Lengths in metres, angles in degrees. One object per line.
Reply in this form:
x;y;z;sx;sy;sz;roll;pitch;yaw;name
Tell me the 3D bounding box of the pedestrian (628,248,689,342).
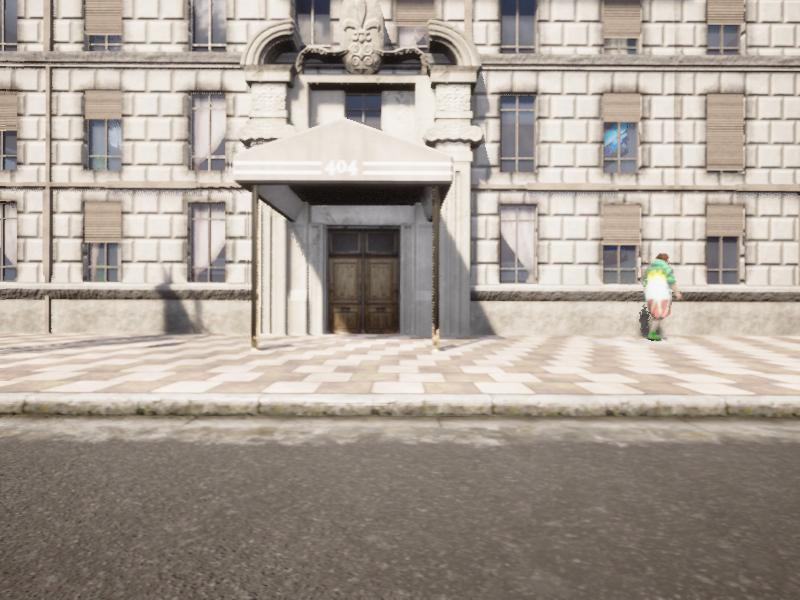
5.346;-0.095;8.308;0.751;1.860;0.751;0;0;-9;pedestrian
